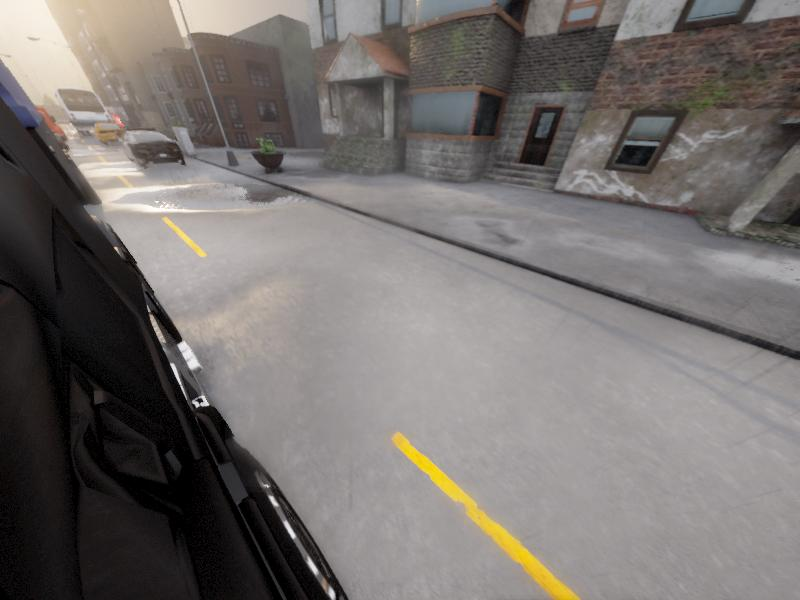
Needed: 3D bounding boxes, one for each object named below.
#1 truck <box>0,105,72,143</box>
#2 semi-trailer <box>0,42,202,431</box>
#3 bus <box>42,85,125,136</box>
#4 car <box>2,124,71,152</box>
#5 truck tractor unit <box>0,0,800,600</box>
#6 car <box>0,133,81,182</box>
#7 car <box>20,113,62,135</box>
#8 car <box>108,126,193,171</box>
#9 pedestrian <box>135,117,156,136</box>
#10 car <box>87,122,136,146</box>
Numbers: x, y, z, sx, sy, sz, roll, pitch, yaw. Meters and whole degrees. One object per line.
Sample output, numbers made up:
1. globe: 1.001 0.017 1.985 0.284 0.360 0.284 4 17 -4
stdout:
1. truck: -32.612 -15.822 20.734 5.204 2.467 2.627 29 44 30
2. semi-trailer: -8.721 -3.584 4.214 14.254 4.402 2.717 28 44 30
3. bus: -38.783 -22.946 28.378 10.273 4.253 3.944 28 44 31
4. car: -25.265 -11.395 16.194 4.181 1.385 1.994 28 44 30
5. truck tractor unit: -2.645 -0.295 0.351 6.516 4.208 3.053 28 44 30
6. car: -15.980 -6.334 10.055 4.718 1.301 1.895 28 44 30
7. car: -42.375 -20.859 27.365 3.866 1.878 1.905 29 44 30
8. car: -13.790 -8.454 12.712 5.238 1.638 1.930 28 44 30
9. pedestrian: -31.014 -21.135 28.195 0.751 1.860 0.751 14 38 15
10. car: -26.207 -15.130 20.967 5.008 1.535 1.882 28 44 30
